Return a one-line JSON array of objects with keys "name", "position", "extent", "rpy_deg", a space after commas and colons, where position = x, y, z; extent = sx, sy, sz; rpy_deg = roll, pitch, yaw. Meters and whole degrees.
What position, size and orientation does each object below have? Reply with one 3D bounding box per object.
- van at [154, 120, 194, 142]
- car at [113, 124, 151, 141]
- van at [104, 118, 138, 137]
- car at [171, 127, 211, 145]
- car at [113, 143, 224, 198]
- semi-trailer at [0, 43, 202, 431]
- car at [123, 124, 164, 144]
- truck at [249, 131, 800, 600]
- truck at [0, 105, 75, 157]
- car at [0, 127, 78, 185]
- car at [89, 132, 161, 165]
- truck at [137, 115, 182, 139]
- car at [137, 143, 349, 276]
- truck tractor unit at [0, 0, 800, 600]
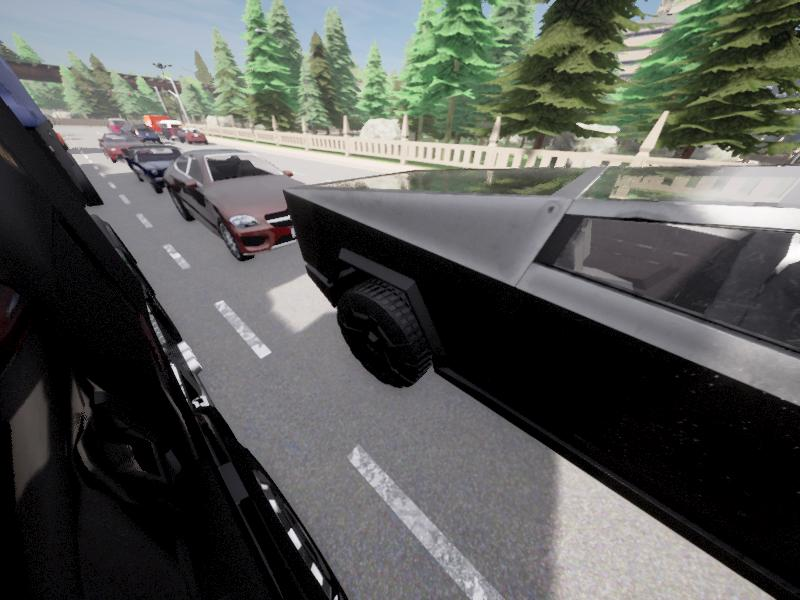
[{"name": "van", "position": [-27.884, -20.891, 28.520], "extent": [4.480, 2.038, 2.069], "rpy_deg": [28, 43, 30]}, {"name": "car", "position": [-32.838, -20.514, 28.283], "extent": [5.357, 1.411, 2.033], "rpy_deg": [28, 43, 30]}, {"name": "van", "position": [-38.266, -23.616, 31.668], "extent": [4.442, 1.987, 1.775], "rpy_deg": [28, 44, 30]}, {"name": "car", "position": [-23.111, -18.143, 25.554], "extent": [3.806, 1.475, 1.970], "rpy_deg": [28, 43, 30]}, {"name": "car", "position": [-9.247, -5.314, 9.177], "extent": [4.718, 1.301, 1.895], "rpy_deg": [28, 44, 30]}, {"name": "semi-trailer", "position": [-8.705, -3.582, 4.249], "extent": [14.254, 4.402, 2.717], "rpy_deg": [28, 44, 30]}, {"name": "car", "position": [-27.302, -17.684, 24.594], "extent": [3.988, 1.617, 1.851], "rpy_deg": [28, 43, 30]}, {"name": "truck", "position": [1.951, 0.259, 1.608], "extent": [6.274, 2.098, 2.390], "rpy_deg": [28, 44, 30]}, {"name": "truck", "position": [-24.665, -11.198, 15.275], "extent": [5.204, 2.467, 2.627], "rpy_deg": [28, 43, 30]}, {"name": "car", "position": [-16.102, -6.338, 9.910], "extent": [5.238, 1.638, 1.930], "rpy_deg": [28, 43, 30]}, {"name": "car", "position": [-16.845, -9.347, 14.135], "extent": [4.181, 1.385, 1.994], "rpy_deg": [28, 43, 30]}, {"name": "truck", "position": [-33.186, -23.863, 31.875], "extent": [5.204, 2.467, 2.627], "rpy_deg": [28, 43, 30]}, {"name": "car", "position": [-3.790, -2.571, 5.507], "extent": [5.027, 1.651, 2.152], "rpy_deg": [28, 44, 30]}, {"name": "truck tractor unit", "position": [-2.645, -0.295, 0.351], "extent": [6.516, 4.208, 3.053], "rpy_deg": [28, 44, 30]}]
